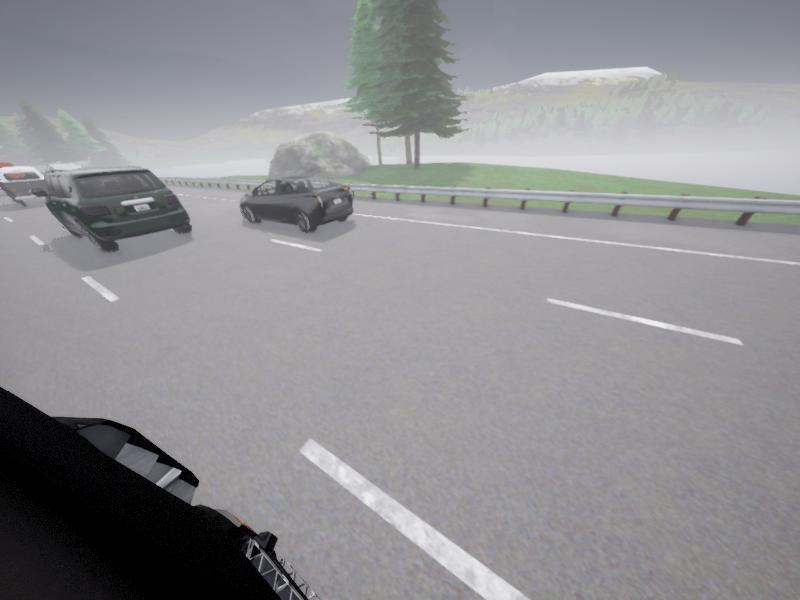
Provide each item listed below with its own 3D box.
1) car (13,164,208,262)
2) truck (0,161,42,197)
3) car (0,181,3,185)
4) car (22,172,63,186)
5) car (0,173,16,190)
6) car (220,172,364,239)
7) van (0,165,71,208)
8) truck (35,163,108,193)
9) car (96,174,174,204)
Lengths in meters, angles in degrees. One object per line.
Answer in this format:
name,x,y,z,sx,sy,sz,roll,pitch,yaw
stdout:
car,-9.238,-3.079,7.410,5.566,2.045,2.150,16,38,26
truck,-35.859,-10.913,20.720,5.204,2.467,2.627,16,38,26
car,-57.582,-16.680,32.017,4.718,1.301,1.895,16,38,26
car,-44.718,-15.209,28.896,4.718,1.301,1.895,16,38,26
car,-45.603,-13.305,25.917,4.193,1.474,1.816,16,38,26
car,-3.776,-3.523,8.167,4.514,1.525,2.007,16,38,26
van,-24.098,-7.357,14.897,4.480,2.038,2.069,15,37,27
truck,-30.791,-11.532,21.638,6.274,2.098,2.390,16,38,26
car,-17.212,-7.294,15.013,4.718,1.301,1.895,16,38,26
